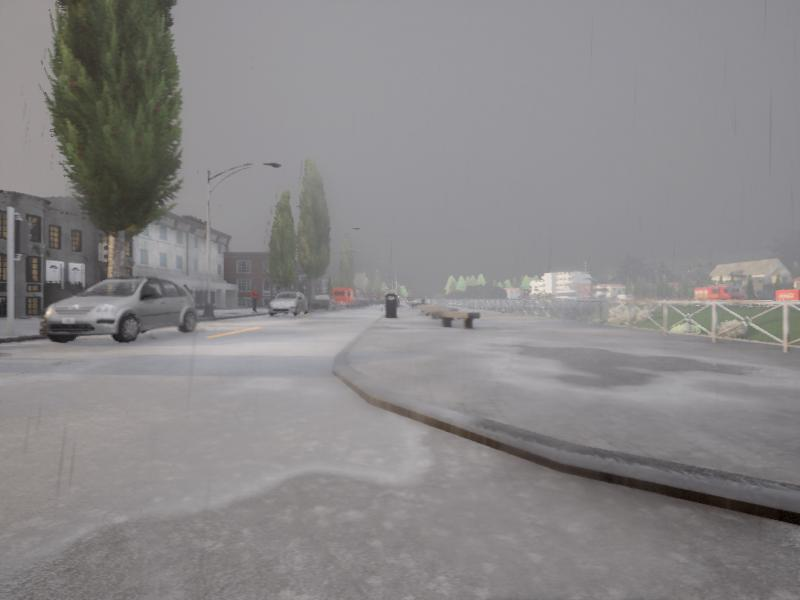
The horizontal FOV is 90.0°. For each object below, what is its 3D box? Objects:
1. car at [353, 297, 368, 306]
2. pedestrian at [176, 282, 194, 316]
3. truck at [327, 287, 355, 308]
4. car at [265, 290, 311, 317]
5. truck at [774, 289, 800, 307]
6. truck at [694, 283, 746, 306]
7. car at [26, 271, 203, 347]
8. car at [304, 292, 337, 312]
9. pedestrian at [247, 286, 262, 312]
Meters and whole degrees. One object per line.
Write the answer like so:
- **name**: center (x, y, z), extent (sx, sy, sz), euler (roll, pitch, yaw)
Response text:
- **car**: center (-7.145, 0.258, 72.467), extent (2.163, 1.488, 4.792), euler (0, 0, 0)
- **pedestrian**: center (-12.108, -0.059, 22.534), extent (0.751, 1.860, 0.751), euler (0, 0, -15)
- **truck**: center (-7.137, -0.224, 49.011), extent (2.627, 2.467, 5.204), euler (0, -1, 0)
- **car**: center (-7.127, 0.193, 25.834), extent (1.851, 1.617, 3.988), euler (0, 0, 0)
- **truck**: center (58.523, -0.280, 58.535), extent (2.627, 2.467, 5.204), euler (0, 0, 0)
- **truck**: center (58.516, -0.960, 73.522), extent (2.891, 3.827, 8.468), euler (0, 0, 0)
- **car**: center (-7.131, 0.192, 10.607), extent (1.851, 1.617, 3.988), euler (0, 0, 0)
- **car**: center (-7.130, 0.176, 36.434), extent (1.930, 1.638, 5.238), euler (0, 0, 0)
- **pedestrian**: center (-10.311, -0.060, 28.383), extent (0.751, 1.860, 0.751), euler (0, 0, 40)
